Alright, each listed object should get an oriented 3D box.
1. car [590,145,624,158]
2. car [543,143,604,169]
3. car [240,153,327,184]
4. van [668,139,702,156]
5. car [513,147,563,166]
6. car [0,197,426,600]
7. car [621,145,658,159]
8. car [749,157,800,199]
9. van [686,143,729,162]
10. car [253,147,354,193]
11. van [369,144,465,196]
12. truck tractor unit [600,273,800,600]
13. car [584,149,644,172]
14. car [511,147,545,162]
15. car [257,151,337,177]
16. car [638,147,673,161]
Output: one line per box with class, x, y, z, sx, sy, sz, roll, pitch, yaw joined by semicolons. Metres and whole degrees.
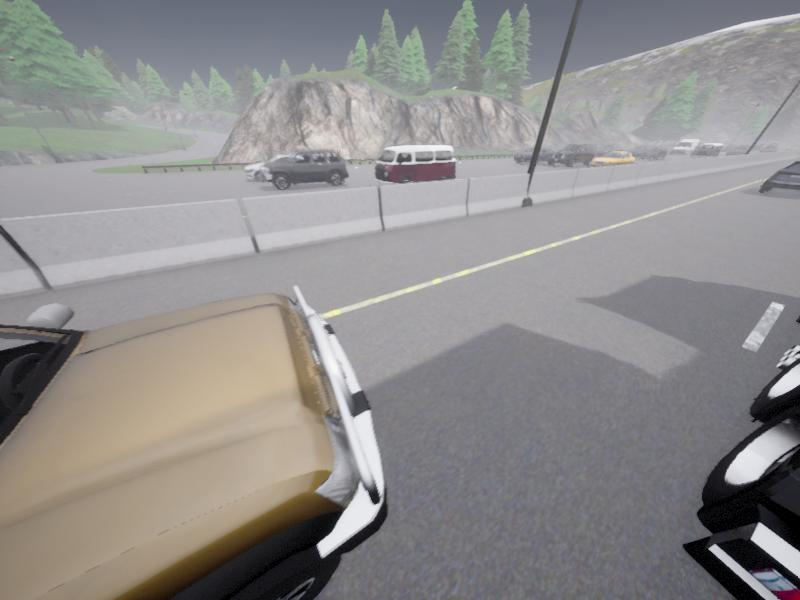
car;34.280;-24.667;38.250;4.611;1.667;2.242;-18;39;-24
car;17.772;-14.833;23.656;5.566;2.045;2.150;-18;39;-24
car;-7.513;-8.667;15.104;4.674;1.442;1.812;-18;39;-24
van;54.961;-29.460;44.522;5.915;2.561;1.988;-18;39;-24
car;15.543;-16.243;26.031;5.027;1.651;2.152;-18;39;-24
car;-2.414;1.045;0.836;4.605;1.855;1.932;-18;39;-24
car;38.078;-23.593;36.744;4.611;1.667;2.242;-18;39;-24
car;21.382;-6.363;11.900;4.856;1.649;2.033;-13;37;-18
van;43.144;-20.773;32.420;4.480;2.038;2.069;-18;39;-24
car;-5.173;-7.298;12.783;4.605;1.855;1.932;-18;39;-25
van;0.914;-7.038;12.321;4.480;2.038;2.069;-18;39;-24
truck tractor unit;5.124;-0.288;0.754;6.516;4.208;3.053;-18;39;-23
car;19.922;-13.032;21.499;5.366;1.575;1.801;-18;39;-24
car;16.539;-18.839;29.848;3.633;1.501;1.845;-18;39;-24
car;-7.980;-10.808;18.216;5.357;1.411;2.033;-18;39;-24
car;35.769;-20.484;32.364;3.705;1.549;1.789;-18;39;-24
